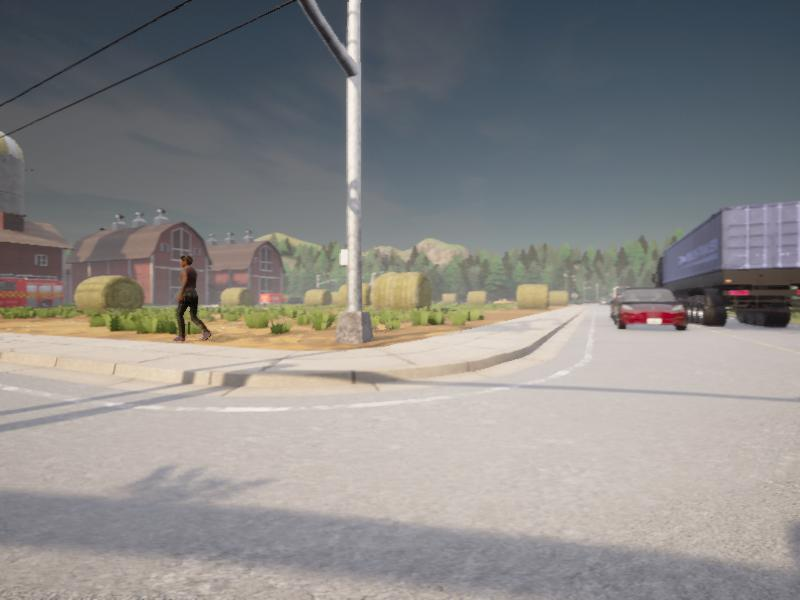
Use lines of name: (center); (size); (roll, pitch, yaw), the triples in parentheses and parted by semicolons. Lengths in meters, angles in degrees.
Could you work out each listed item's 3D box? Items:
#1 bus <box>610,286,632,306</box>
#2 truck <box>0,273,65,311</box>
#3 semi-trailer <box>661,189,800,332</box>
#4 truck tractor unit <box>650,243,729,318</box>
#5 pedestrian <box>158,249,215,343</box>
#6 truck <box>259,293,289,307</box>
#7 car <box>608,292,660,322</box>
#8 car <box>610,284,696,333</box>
bus: (51.400, -0.877, 93.327); (3.944, 4.253, 10.273); (0, 0, 26)
truck: (-40.876, -0.762, 41.922); (2.891, 3.827, 8.468); (0, 0, 22)
semi-trailer: (14.928, -1.193, 18.904); (2.717, 4.402, 14.254); (0, 0, 27)
truck tractor unit: (18.464, -1.075, 25.986); (3.053, 4.208, 6.516); (-1, 0, 26)
pedestrian: (-4.395, -0.077, 8.286); (0.751, 1.860, 0.751); (0, 0, 8)
truck: (-23.560, 0.017, 74.838); (2.627, 2.467, 5.204); (0, 0, 22)
car: (12.302, 0.331, 21.354); (2.033, 1.411, 5.357); (0, 0, 26)
car: (9.054, 0.267, 14.736); (2.163, 1.488, 4.792); (0, 0, 26)
